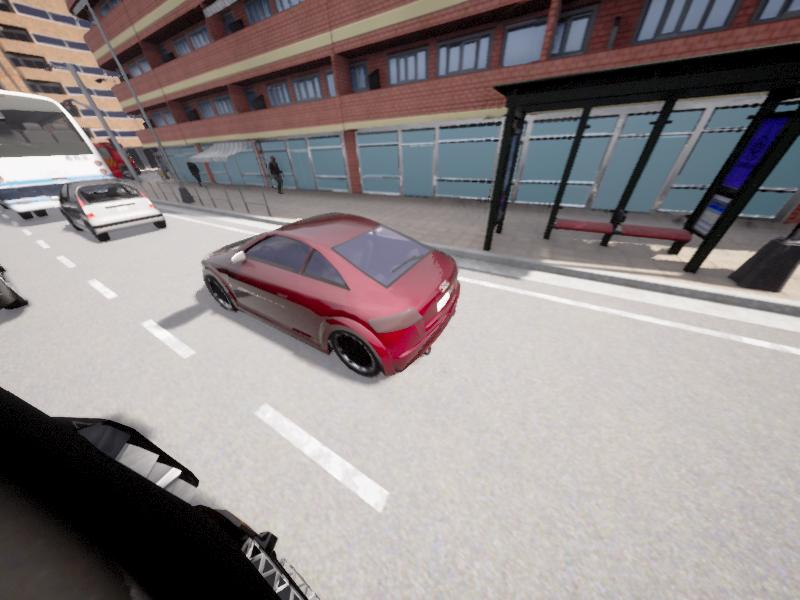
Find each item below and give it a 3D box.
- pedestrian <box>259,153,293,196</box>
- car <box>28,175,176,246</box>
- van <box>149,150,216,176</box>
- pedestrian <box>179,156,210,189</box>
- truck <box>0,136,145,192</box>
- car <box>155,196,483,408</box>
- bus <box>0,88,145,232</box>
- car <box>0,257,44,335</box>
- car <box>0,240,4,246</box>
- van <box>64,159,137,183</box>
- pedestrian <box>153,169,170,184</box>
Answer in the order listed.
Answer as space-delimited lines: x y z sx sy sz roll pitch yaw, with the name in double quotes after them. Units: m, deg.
-6.366 -6.455 11.930 0.751 1.860 0.751 17 38 26 "pedestrian"
-10.112 -3.232 7.906 3.988 1.617 1.851 16 38 26 "car"
-29.548 -18.924 31.768 1.988 2.561 5.915 16 38 26 "van"
-13.902 -8.626 15.664 0.751 1.860 0.751 26 43 36 "pedestrian"
-30.763 -13.349 22.367 2.891 3.827 8.468 -6 34 -5 "truck"
-1.229 -0.539 3.520 4.181 1.385 1.994 17 38 26 "car"
-18.090 -6.566 11.025 10.273 4.253 3.944 16 38 26 "bus"
-8.566 -0.542 3.758 5.238 1.638 1.930 16 38 26 "car"
-14.950 -2.419 6.950 4.611 1.667 2.242 16 38 26 "car"
-33.709 -14.696 26.223 1.775 1.987 4.442 17 38 26 "van"
-20.039 -10.402 19.430 0.500 1.100 0.500 19 39 29 "pedestrian"
